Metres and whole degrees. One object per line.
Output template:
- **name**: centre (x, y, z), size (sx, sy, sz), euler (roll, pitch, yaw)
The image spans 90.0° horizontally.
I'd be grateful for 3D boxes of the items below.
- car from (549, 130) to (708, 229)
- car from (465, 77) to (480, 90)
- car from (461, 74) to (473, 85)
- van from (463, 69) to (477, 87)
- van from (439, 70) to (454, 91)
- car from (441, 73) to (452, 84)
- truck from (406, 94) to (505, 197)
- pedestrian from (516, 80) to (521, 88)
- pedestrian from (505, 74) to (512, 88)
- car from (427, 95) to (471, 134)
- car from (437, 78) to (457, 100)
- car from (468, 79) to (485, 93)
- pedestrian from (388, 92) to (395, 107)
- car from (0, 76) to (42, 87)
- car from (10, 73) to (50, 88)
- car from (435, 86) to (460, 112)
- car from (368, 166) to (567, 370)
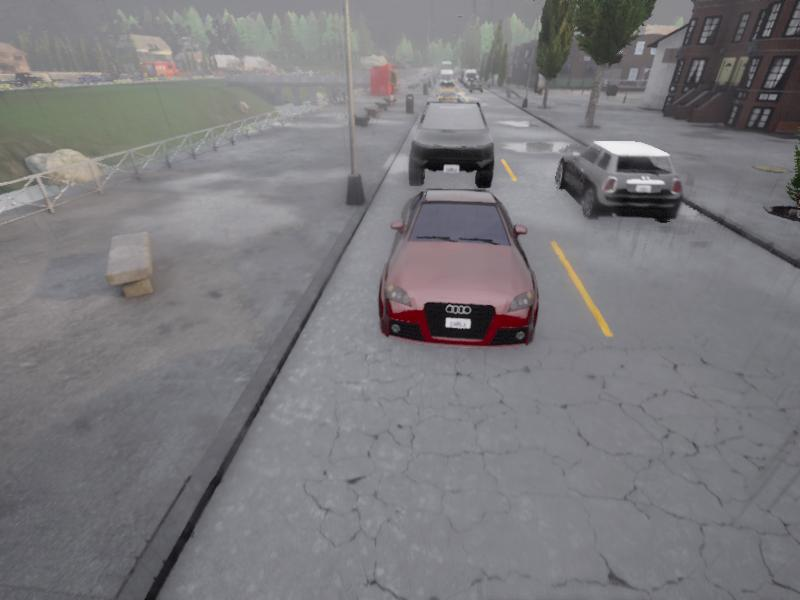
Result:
- **car**: centre (5.326, -3.180, 10.035), size (1.970, 1.475, 3.806), euler (3, 30, 5)
- **car**: centre (11.272, -33.834, 62.445), size (1.851, 1.617, 3.988), euler (3, 30, 5)
- **car**: centre (13.209, -43.870, 79.504), size (2.033, 1.649, 4.856), euler (3, 30, 5)
- **van**: centre (12.094, -38.501, 69.390), size (1.988, 2.561, 5.915), euler (3, 30, 5)
- **van**: centre (6.924, -32.634, 59.306), size (1.988, 2.561, 5.915), euler (3, 30, 5)
- **car**: centre (9.178, -43.886, 79.351), size (2.097, 1.767, 4.553), euler (3, 30, 5)
- **truck**: centre (1.666, -5.348, 13.084), size (2.390, 2.098, 6.274), euler (3, 31, 5)
- **pedestrian**: centre (18.979, -34.567, 63.977), size (0.500, 1.100, 0.500), euler (-7, 31, -12)
- **pedestrian**: centre (17.211, -34.796, 63.571), size (0.751, 1.860, 0.751), euler (2, 30, 2)
- **car**: centre (2.734, -10.602, 22.659), size (2.128, 1.511, 4.902), euler (3, 31, 5)
- **car**: centre (5.141, -23.149, 43.766), size (1.932, 1.855, 4.605), euler (3, 31, 5)
- **car**: centre (10.334, -29.031, 54.187), size (1.789, 1.549, 3.705), euler (3, 30, 5)
- **pedestrian**: centre (-0.690, -16.396, 32.682), size (0.500, 1.100, 0.500), euler (-6, 31, -10)
- **car**: centre (-58.788, -33.936, 62.105), size (1.895, 1.301, 4.718), euler (3, 30, 5)
- **car**: centre (-55.036, -32.777, 59.604), size (1.905, 1.878, 3.866), euler (3, 30, 5)
- **car**: centre (3.856, -16.400, 32.514), size (1.801, 1.575, 5.366), euler (3, 31, 5)
- **car**: centre (0.859, -0.890, 6.182), size (1.994, 1.385, 4.181), euler (3, 30, 5)
